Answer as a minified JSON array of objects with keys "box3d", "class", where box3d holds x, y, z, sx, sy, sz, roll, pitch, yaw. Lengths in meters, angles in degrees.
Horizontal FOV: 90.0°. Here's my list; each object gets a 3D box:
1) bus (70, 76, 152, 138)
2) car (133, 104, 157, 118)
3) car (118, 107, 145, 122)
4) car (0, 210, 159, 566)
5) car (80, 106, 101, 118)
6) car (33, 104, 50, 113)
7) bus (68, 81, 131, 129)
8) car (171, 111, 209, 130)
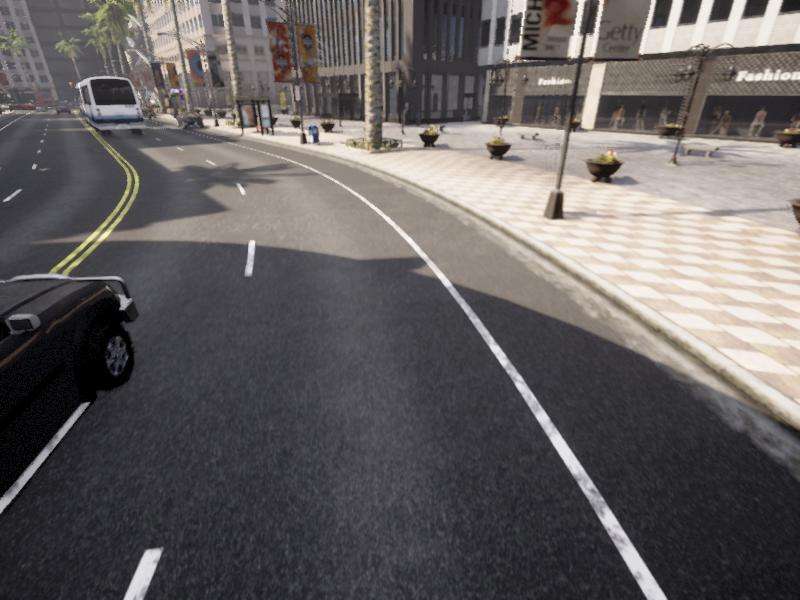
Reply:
[{"box3d":[-25.464,-16.955,35.050,3.944,4.253,10.273,-20,33,-33],"class":"bus"},{"box3d":[-39.377,-29.218,61.671,2.185,1.767,4.553,-19,33,-33],"class":"car"},{"box3d":[-35.004,-24.158,52.089,2.038,1.542,4.974,-19,33,-33],"class":"car"},{"box3d":[-3.910,0.890,2.841,1.932,1.855,4.605,-3,27,-7],"class":"car"},{"box3d":[-49.249,-29.970,63.663,2.152,1.651,5.027,-19,33,-32],"class":"car"},{"box3d":[-71.918,-38.542,80.305,2.007,1.525,4.514,-19,33,-32],"class":"car"},{"box3d":[-33.420,-21.693,44.309,3.944,4.253,10.273,-19,33,-33],"class":"bus"},{"box3d":[-21.563,-18.458,40.939,2.231,1.521,4.892,-19,33,-33],"class":"car"}]
